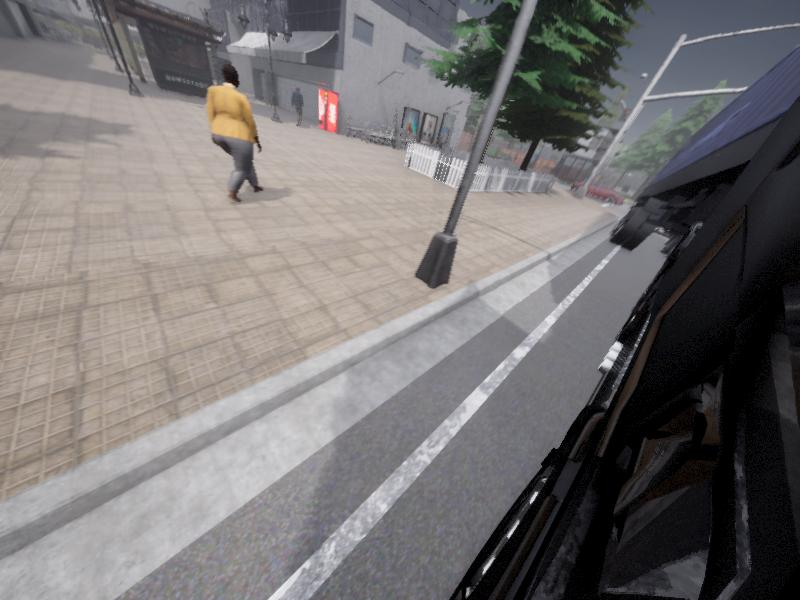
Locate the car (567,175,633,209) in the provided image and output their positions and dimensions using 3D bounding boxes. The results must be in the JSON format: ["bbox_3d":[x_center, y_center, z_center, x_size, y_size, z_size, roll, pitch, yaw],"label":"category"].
[{"bbox_3d":[17.352,-9.543,20.182,4.181,1.385,1.994,38,43,26],"label":"car"}]

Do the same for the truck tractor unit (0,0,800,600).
[{"bbox_3d":[2.645,-0.295,0.352,6.516,4.208,3.053,-27,43,-30],"label":"truck tractor unit"}]

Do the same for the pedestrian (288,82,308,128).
[{"bbox_3d":[-5.865,-11.177,13.325,0.751,1.860,0.751,9,38,-8],"label":"pedestrian"}]

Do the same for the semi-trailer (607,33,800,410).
[{"bbox_3d":[8.319,-2.786,5.588,2.717,4.402,14.254,39,38,24],"label":"semi-trailer"}]

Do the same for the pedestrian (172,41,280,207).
[{"bbox_3d":[-2.616,-2.641,3.742,0.751,1.860,0.751,15,37,0],"label":"pedestrian"}]
